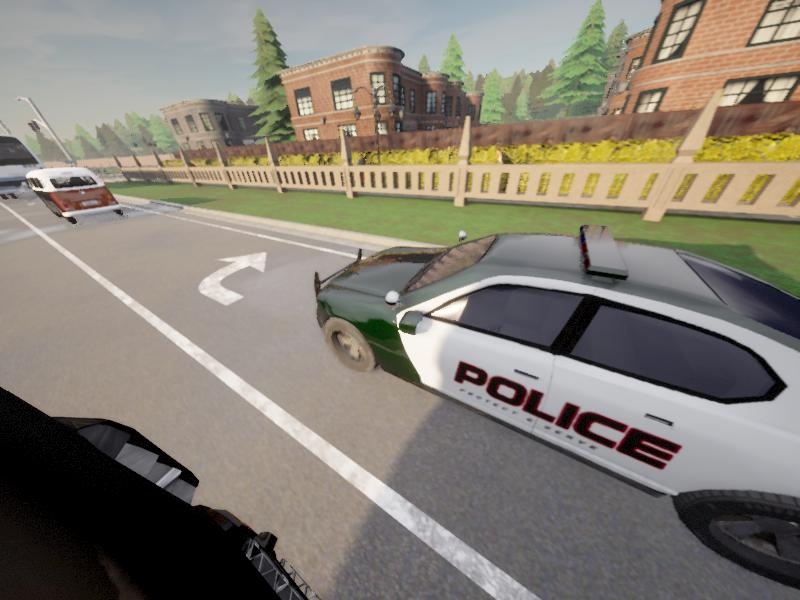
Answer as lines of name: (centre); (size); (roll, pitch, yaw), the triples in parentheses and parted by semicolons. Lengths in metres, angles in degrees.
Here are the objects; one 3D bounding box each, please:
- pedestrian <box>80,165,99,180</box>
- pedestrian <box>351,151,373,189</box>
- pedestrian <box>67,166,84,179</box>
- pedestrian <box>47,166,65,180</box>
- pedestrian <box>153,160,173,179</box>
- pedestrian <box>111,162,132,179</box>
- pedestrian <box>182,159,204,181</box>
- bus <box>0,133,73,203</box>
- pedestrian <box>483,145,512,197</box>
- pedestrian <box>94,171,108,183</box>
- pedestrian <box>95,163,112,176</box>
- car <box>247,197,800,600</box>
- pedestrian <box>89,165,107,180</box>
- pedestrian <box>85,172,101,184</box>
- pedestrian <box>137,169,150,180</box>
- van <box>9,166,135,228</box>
pedestrian: (-45.320, -18.595, 33.719); (0.751, 1.860, 0.751); (17, 39, 27)
pedestrian: (-2.200, -7.584, 13.538); (0.751, 1.860, 0.751); (16, 38, 27)
pedestrian: (-55.065, -21.635, 39.215); (0.751, 1.860, 0.751); (18, 39, 29)
pedestrian: (-56.312, -20.761, 37.829); (0.751, 1.860, 0.751); (15, 37, 25)
pedestrian: (-27.846, -15.300, 27.134); (0.751, 1.860, 0.751); (18, 39, 29)
pedestrian: (-36.725, -17.044, 30.444); (0.751, 1.860, 0.751); (0, 34, 5)
pedestrian: (-20.741, -13.051, 23.200); (0.751, 1.860, 0.751); (18, 39, 29)
bus: (-33.348, -11.124, 19.439); (10.273, 4.253, 3.944); (17, 39, 27)
pedestrian: (4.177, -5.529, 9.953); (0.751, 1.860, 0.751); (15, 38, 25)
pedestrian: (-34.281, -14.101, 26.514); (0.500, 1.100, 0.500); (19, 39, 29)
pedestrian: (-48.320, -21.238, 37.652); (0.751, 1.860, 0.751); (9, 35, 17)
car: (1.166, 0.105, 2.328); (4.974, 1.542, 2.038); (16, 38, 27)
pedestrian: (-44.677, -18.915, 34.171); (0.751, 1.860, 0.751); (16, 38, 26)
pedestrian: (-34.687, -13.821, 26.124); (0.500, 1.100, 0.500); (6, 35, 12)
pedestrian: (-30.660, -15.009, 27.601); (0.500, 1.100, 0.500); (17, 38, 27)
van: (-14.962, -4.863, 10.587); (4.480, 2.038, 2.069); (16, 38, 27)
